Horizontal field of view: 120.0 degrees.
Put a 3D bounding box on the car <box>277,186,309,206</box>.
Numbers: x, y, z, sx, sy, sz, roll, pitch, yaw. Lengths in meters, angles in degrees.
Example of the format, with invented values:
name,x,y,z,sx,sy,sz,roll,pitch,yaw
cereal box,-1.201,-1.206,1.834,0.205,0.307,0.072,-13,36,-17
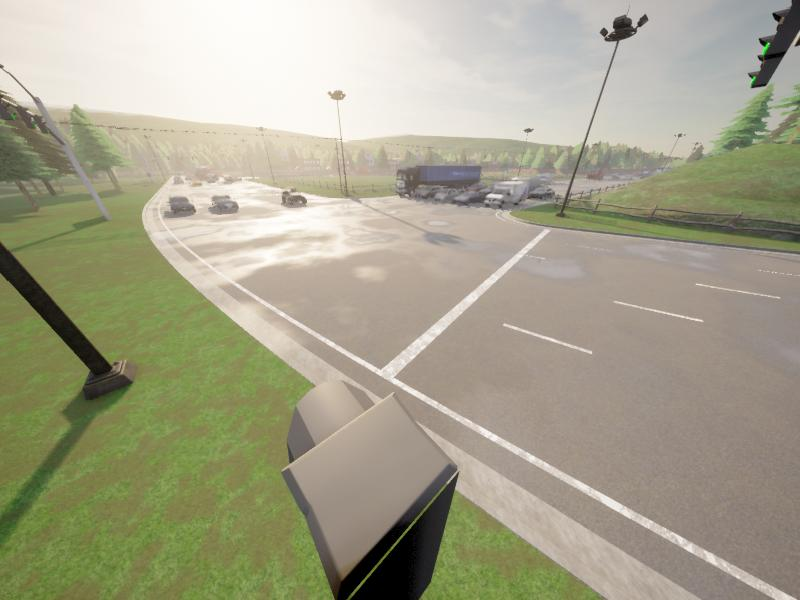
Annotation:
name,x,y,z,sx,sy,sz,roll,pitch,yaw
car,-13.120,-12.735,28.175,1.905,1.878,3.866,-26,38,-37

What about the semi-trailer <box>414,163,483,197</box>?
name,x,y,z,sx,sy,sz,roll,pitch,yaw
semi-trailer,8.528,-20.595,39.227,14.254,4.402,2.717,-23,37,-34

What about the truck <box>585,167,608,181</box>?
name,x,y,z,sx,sy,sz,roll,pitch,yaw
truck,65.085,-41.772,76.533,8.468,3.827,2.891,-23,37,-34

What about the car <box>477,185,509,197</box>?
name,x,y,z,sx,sy,sz,roll,pitch,yaw
car,14.695,-17.267,36.519,5.357,1.411,2.033,-22,37,-34

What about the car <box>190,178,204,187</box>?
name,x,y,z,sx,sy,sz,roll,pitch,yaw
car,-47.609,-27.581,54.239,1.882,1.535,5.008,-22,37,-33

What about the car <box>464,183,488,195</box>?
name,x,y,z,sx,sy,sz,roll,pitch,yaw
car,12.908,-18.863,39.148,3.633,1.501,1.845,-23,37,-34

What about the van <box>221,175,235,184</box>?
name,x,y,z,sx,sy,sz,roll,pitch,yaw
van,-46.364,-32.562,62.364,2.069,2.038,4.480,-22,37,-33

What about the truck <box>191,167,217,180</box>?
name,x,y,z,sx,sy,sz,roll,pitch,yaw
truck,-67.663,-43.809,80.053,2.891,3.827,8.468,-8,31,-13

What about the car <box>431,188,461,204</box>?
name,x,y,z,sx,sy,sz,roll,pitch,yaw
car,6.041,-13.613,30.055,3.633,1.501,1.845,-24,38,-35

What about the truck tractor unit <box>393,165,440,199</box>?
name,x,y,z,sx,sy,sz,roll,pitch,yaw
truck tractor unit,2.516,-17.925,34.836,6.516,4.208,3.053,-23,37,-34

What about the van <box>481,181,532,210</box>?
name,x,y,z,sx,sy,sz,roll,pitch,yaw
van,12.190,-12.020,26.398,6.366,2.431,2.351,-24,38,-36

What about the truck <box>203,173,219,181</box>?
name,x,y,z,sx,sy,sz,roll,pitch,yaw
truck,-62.675,-40.933,76.801,2.390,2.098,6.274,-12,32,-19

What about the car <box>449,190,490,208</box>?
name,x,y,z,sx,sy,sz,roll,pitch,yaw
car,8.453,-12.304,27.924,5.357,1.411,2.033,-25,38,-36

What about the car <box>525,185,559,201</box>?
name,x,y,z,sx,sy,sz,roll,pitch,yaw
car,19.797,-14.948,32.254,5.238,1.638,1.930,-23,37,-34

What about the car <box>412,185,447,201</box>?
name,x,y,z,sx,sy,sz,roll,pitch,yaw
car,4.145,-15.223,32.702,4.611,1.667,2.242,-23,37,-34

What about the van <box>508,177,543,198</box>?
name,x,y,z,sx,sy,sz,roll,pitch,yaw
van,19.375,-17.450,35.693,5.915,2.561,1.988,-23,37,-34

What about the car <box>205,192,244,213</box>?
name,x,y,z,sx,sy,sz,roll,pitch,yaw
car,-18.792,-10.477,24.642,2.128,1.511,4.902,-26,39,-37

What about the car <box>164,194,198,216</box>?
name,x,y,z,sx,sy,sz,roll,pitch,yaw
car,-22.091,-9.662,23.252,1.837,1.490,4.892,-26,38,-37
